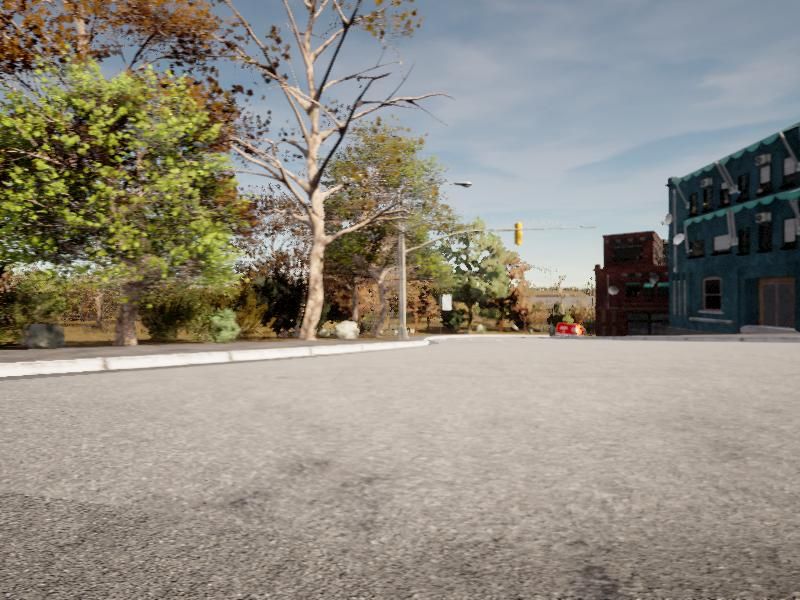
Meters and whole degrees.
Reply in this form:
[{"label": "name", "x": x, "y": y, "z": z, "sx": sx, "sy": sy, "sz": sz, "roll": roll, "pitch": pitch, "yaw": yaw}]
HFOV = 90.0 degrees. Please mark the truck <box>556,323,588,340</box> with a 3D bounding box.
[{"label": "truck", "x": 28.156, "y": 5.160, "z": 65.563, "sx": 5.204, "sy": 2.467, "sz": 2.627, "roll": 6, "pitch": -4, "yaw": -39}]
